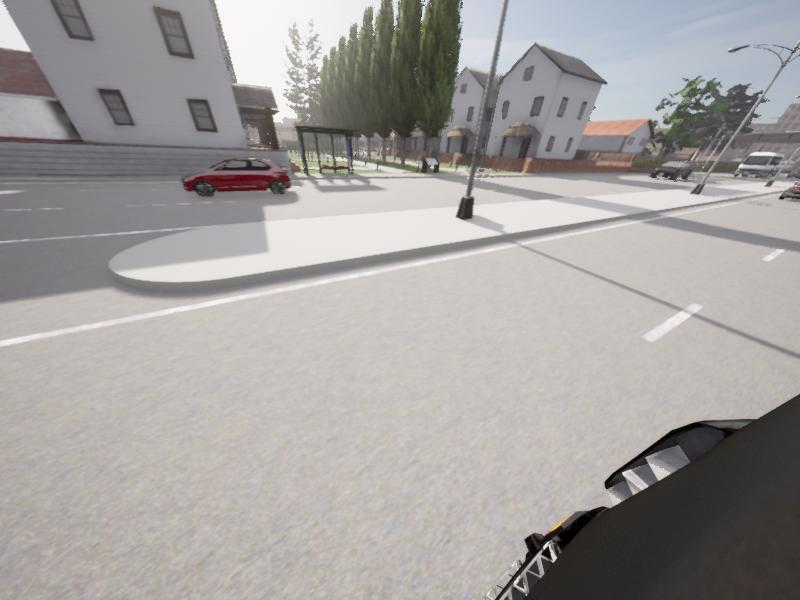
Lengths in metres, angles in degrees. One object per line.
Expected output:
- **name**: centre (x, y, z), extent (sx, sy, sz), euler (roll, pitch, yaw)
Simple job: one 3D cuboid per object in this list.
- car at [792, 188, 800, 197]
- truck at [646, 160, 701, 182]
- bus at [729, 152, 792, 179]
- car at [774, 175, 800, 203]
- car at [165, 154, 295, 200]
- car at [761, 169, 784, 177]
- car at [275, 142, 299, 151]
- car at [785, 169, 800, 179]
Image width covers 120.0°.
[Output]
- **car**: centre (37.410, -9.836, 20.280), extent (4.974, 1.542, 2.038), euler (-14, 37, -24)
- **truck**: centre (35.674, -16.839, 30.133), extent (6.274, 2.098, 2.390), euler (-14, 37, -24)
- **bus**: centre (72.678, -27.157, 46.594), extent (10.273, 4.253, 3.944), euler (-14, 37, -24)
- **car**: centre (31.402, -8.349, 17.448), extent (4.611, 1.667, 2.242), euler (-15, 37, -24)
- **car**: centre (-7.252, -5.597, 10.432), extent (4.193, 1.474, 1.816), euler (-14, 37, -23)
- **car**: centre (88.208, -30.047, 54.748), extent (4.181, 1.385, 1.994), euler (-14, 37, -24)
- **car**: centre (-28.764, -39.067, 58.820), extent (4.974, 1.542, 2.038), euler (11, 34, 12)
- **car**: centre (89.953, -28.462, 52.151), extent (4.553, 1.767, 2.097), euler (-14, 37, -24)
